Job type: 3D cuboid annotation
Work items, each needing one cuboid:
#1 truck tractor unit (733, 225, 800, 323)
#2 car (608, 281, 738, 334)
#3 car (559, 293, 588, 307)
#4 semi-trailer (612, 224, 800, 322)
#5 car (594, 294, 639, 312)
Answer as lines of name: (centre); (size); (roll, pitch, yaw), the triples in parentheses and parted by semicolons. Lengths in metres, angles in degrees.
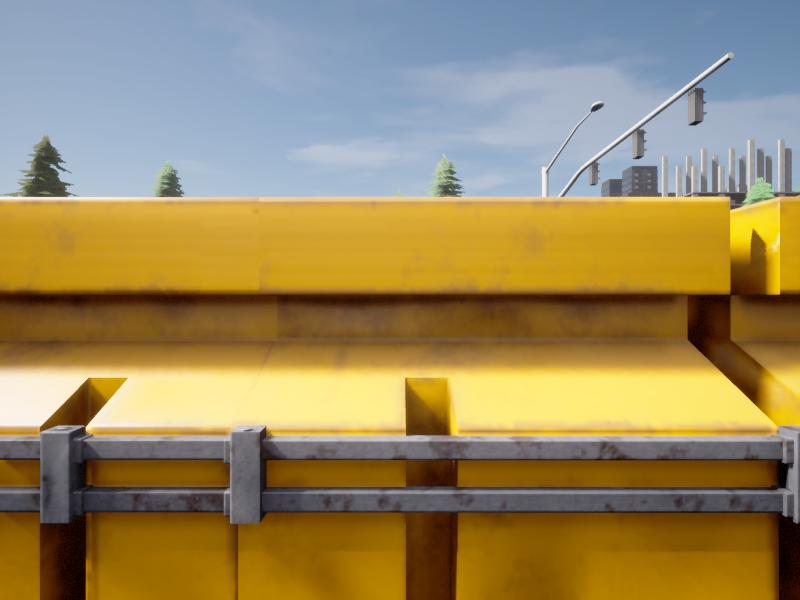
truck tractor unit: (18.750, -1.128, 17.177); (3.053, 4.208, 6.516); (0, 0, -7)
car: (9.561, 0.221, 13.878); (4.974, 1.542, 2.038); (0, -1, -34)
car: (26.487, -0.037, 61.282); (2.150, 2.045, 5.566); (0, 0, 1)
semi-trailer: (18.477, -1.223, 25.077); (2.717, 4.402, 14.254); (0, 0, 0)
car: (18.641, 0.250, 34.659); (1.970, 1.475, 3.806); (0, 0, 2)
